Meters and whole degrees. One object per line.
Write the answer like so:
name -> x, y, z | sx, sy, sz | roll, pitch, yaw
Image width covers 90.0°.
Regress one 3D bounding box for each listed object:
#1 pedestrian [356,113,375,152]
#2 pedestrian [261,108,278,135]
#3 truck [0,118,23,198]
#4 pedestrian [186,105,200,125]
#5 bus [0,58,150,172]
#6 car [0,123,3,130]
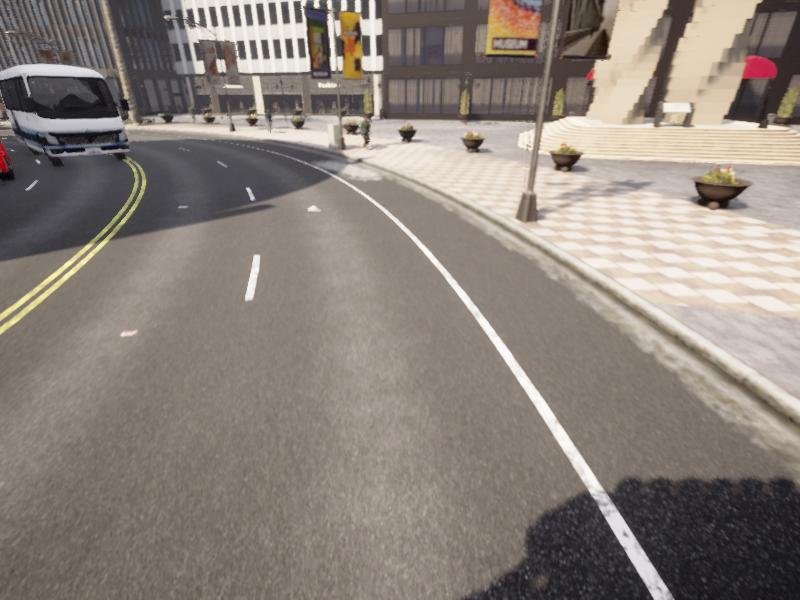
pedestrian -> -1.873, -9.209, 21.993 | 0.751, 1.860, 0.751 | -12, 30, -22
pedestrian -> -10.259, -14.030, 31.374 | 0.751, 1.860, 0.751 | -22, 34, -35
truck -> -15.628, -5.079, 13.818 | 2.627, 2.467, 5.204 | -17, 31, -29
pedestrian -> -21.198, -18.958, 40.981 | 0.751, 1.860, 0.751 | -18, 32, -31
bus -> -17.619, -9.738, 20.906 | 10.273, 4.253, 3.944 | 23, 35, 38
car -> -40.848, -17.161, 38.292 | 3.988, 1.617, 1.851 | 8, 28, 15
